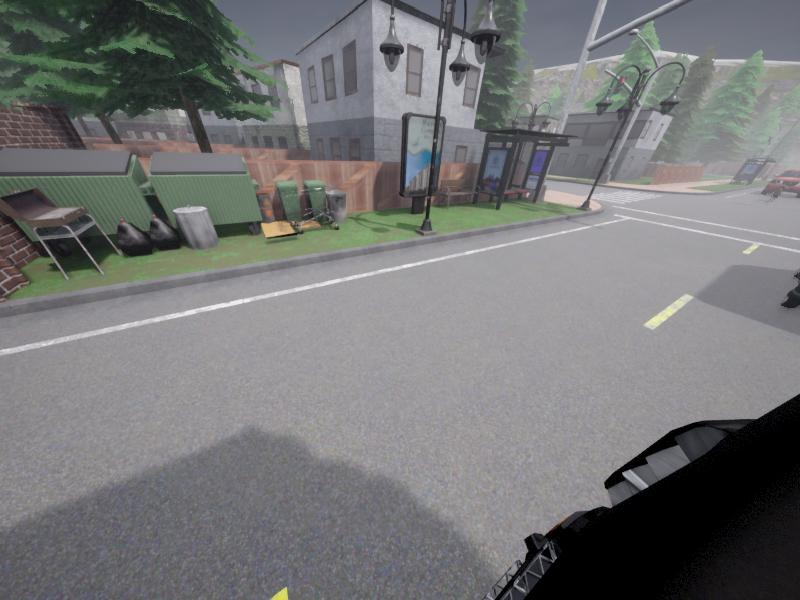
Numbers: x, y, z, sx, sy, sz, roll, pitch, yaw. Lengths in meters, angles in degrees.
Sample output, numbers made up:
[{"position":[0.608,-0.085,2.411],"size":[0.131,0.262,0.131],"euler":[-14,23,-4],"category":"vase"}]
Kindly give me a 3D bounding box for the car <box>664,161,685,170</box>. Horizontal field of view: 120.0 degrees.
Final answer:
[{"position":[70.482,-34.390,59.225],"size":[4.605,1.855,1.932],"euler":[-17,38,-27],"category":"car"}]

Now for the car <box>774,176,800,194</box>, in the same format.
[{"position":[41.472,-12.000,23.992],"size":[4.181,1.385,1.994],"euler":[-16,38,-26],"category":"car"}]

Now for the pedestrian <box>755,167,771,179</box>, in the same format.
[{"position":[69.544,-24.330,44.223],"size":[0.751,1.860,0.751],"euler":[-24,42,-34],"category":"pedestrian"}]

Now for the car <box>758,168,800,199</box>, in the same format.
[{"position":[34.579,-10.307,20.295],"size":[5.566,2.045,2.150],"euler":[-16,38,-26],"category":"car"}]

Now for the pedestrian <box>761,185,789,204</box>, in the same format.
[{"position":[25.464,-7.180,15.693],"size":[0.500,1.100,0.500],"euler":[-21,40,-31],"category":"pedestrian"}]

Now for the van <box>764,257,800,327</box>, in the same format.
[{"position":[8.805,-0.696,3.882],"size":[4.442,1.987,1.775],"euler":[-17,38,-27],"category":"van"}]

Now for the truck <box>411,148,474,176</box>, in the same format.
[{"position":[4.385,-15.009,24.957],"size":[2.390,2.098,6.274],"euler":[-26,43,-37],"category":"truck"}]
